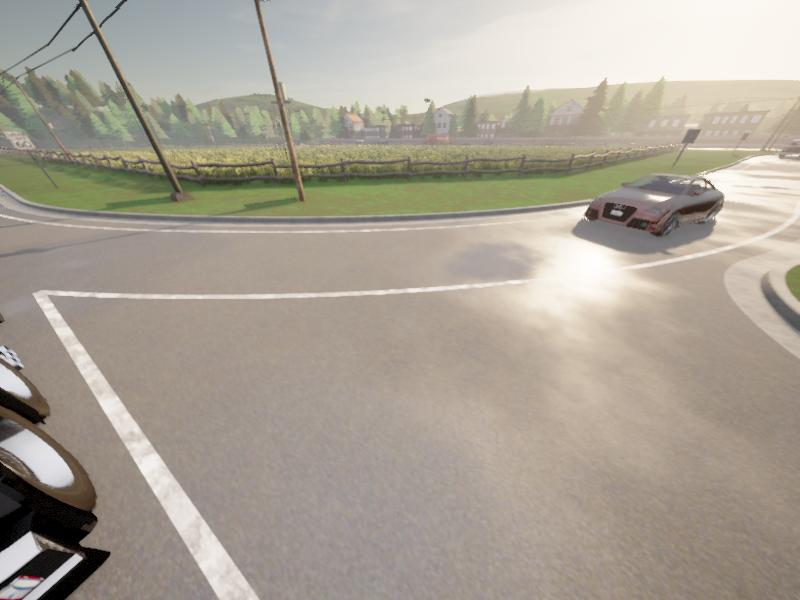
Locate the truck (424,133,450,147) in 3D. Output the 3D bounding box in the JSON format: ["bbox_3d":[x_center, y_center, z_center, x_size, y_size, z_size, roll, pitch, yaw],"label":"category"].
[{"bbox_3d":[13.442,-58.212,84.110,8.468,3.827,2.891,19,39,26],"label":"truck"}]

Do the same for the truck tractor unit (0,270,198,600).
[{"bbox_3d":[-5.123,-0.289,0.764,6.516,4.208,3.053,18,39,24],"label":"truck tractor unit"}]

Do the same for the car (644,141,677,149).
[{"bbox_3d":[64.231,-38.336,57.107,5.008,1.535,1.882,19,39,26],"label":"car"}]

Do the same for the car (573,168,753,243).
[{"bbox_3d":[8.027,-3.115,7.202,4.181,1.385,1.994,-15,37,-20],"label":"car"}]

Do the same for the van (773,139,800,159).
[{"bbox_3d":[51.190,-19.531,29.786,4.480,2.038,2.069,-19,38,-24],"label":"van"}]
